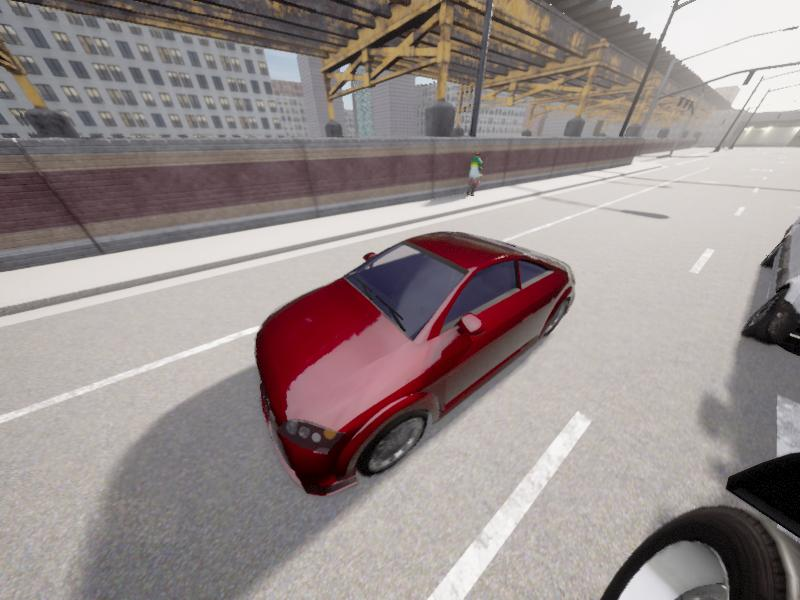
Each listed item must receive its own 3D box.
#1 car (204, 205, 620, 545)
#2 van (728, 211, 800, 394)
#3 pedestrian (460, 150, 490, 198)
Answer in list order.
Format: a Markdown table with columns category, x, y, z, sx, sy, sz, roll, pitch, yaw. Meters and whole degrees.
| category | x | y | z | sx | sy | sz | roll | pitch | yaw |
| --- | --- | --- | --- | --- | --- | --- | --- | --- | --- |
| car | 0.421 | 0.005 | 2.907 | 4.181 | 1.385 | 1.994 | -22 | 39 | -28 |
| van | 7.057 | -0.805 | 2.888 | 5.915 | 2.561 | 1.988 | -22 | 40 | -28 |
| pedestrian | 3.403 | -5.780 | 10.621 | 0.751 | 1.860 | 0.751 | -22 | 39 | -28 |
